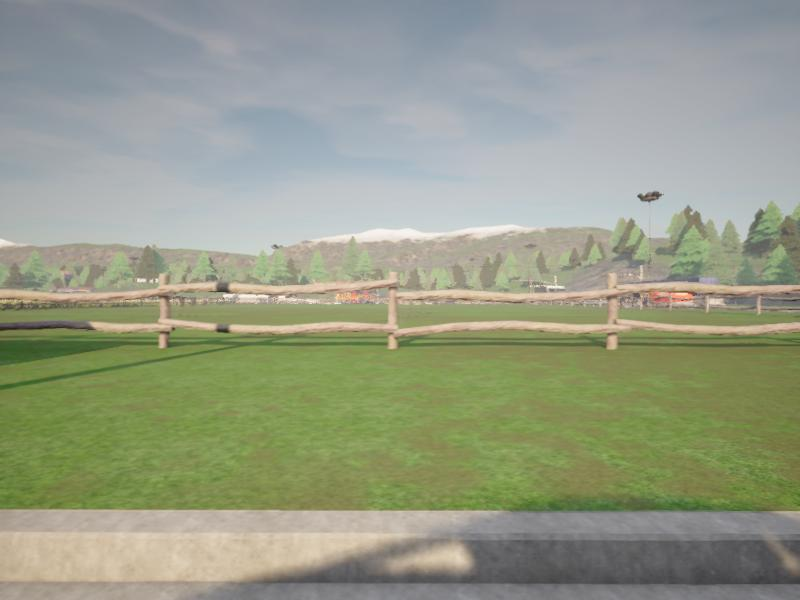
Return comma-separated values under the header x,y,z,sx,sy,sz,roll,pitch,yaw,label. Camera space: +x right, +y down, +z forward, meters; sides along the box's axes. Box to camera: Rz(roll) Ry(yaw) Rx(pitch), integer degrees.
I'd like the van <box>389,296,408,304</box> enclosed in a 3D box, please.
x,y,z,sx,sy,sz,roll,pitch,yaw,label
-0.369,-0.006,92.033,4.442,1.987,1.775,0,0,0,van

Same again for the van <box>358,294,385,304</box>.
x,y,z,sx,sy,sz,roll,pitch,yaw,label
-6.834,-0.227,95.528,6.366,2.431,2.351,0,0,0,van

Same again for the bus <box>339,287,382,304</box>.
x,y,z,sx,sy,sz,roll,pitch,yaw,label
-9.762,-1.141,99.148,10.273,4.253,3.944,0,0,0,bus

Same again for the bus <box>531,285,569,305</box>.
x,y,z,sx,sy,sz,roll,pitch,yaw,label
34.242,-1.122,91.140,10.273,4.253,3.944,0,3,-44,bus

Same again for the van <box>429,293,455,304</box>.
x,y,z,sx,sy,sz,roll,pitch,yaw,label
9.588,-0.274,92.039,5.915,2.561,1.988,0,0,0,van

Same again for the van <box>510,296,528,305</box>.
x,y,z,sx,sy,sz,roll,pitch,yaw,label
28.445,-0.012,95.916,4.480,2.038,2.069,-1,2,-43,van

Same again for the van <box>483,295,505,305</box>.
x,y,z,sx,sy,sz,roll,pitch,yaw,label
20.850,-0.018,88.731,4.480,2.038,2.069,0,0,-4,van

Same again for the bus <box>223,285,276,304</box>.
x,y,z,sx,sy,sz,roll,pitch,yaw,label
-33.294,-1.156,88.632,10.273,4.253,3.944,0,0,0,bus

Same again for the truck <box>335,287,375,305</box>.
x,y,z,sx,sy,sz,roll,pitch,yaw,label
-9.930,-0.927,88.521,8.468,3.827,2.891,0,0,0,truck

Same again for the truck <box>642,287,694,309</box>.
x,y,z,sx,sy,sz,roll,pitch,yaw,label
30.913,-0.229,46.447,2.627,2.467,5.204,0,0,1,truck

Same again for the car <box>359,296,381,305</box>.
x,y,z,sx,sy,sz,roll,pitch,yaw,label
-6.408,0.050,85.027,4.605,1.855,1.932,0,0,0,car

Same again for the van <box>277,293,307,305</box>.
x,y,z,sx,sy,sz,roll,pitch,yaw,label
-22.974,-0.286,85.014,5.915,2.561,1.988,0,0,0,van

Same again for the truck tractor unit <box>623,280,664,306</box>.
x,y,z,sx,sy,sz,roll,pitch,yaw,label
41.623,-1.097,68.713,3.053,4.208,6.516,0,0,0,truck tractor unit

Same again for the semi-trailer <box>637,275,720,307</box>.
x,y,z,sx,sy,sz,roll,pitch,yaw,label
41.572,-1.200,60.798,2.717,4.402,14.254,0,0,1,semi-trailer

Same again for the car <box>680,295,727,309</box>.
x,y,z,sx,sy,sz,roll,pitch,yaw,label
37.959,0.198,50.185,2.152,1.651,5.027,0,0,1,car
